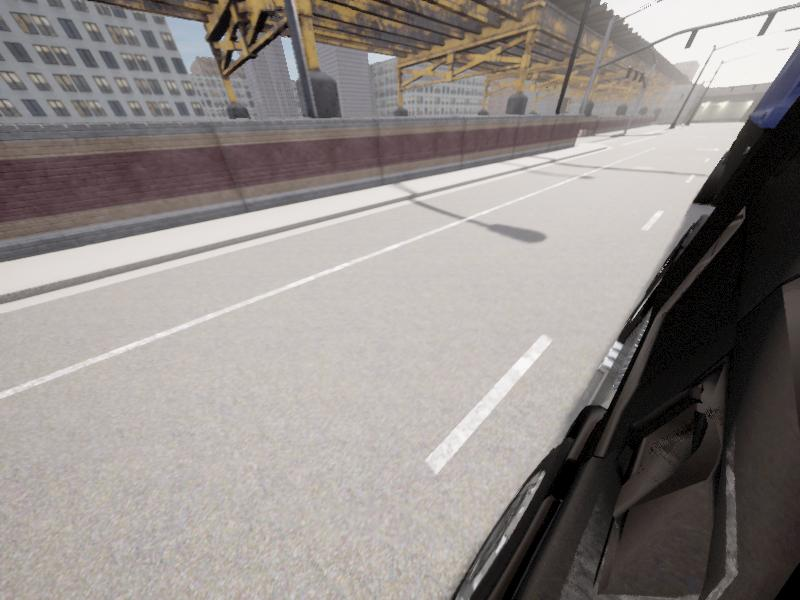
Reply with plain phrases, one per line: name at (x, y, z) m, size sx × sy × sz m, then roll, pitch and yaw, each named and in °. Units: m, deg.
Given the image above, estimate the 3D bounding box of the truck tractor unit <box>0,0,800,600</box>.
truck tractor unit at (2.645, -0.295, 0.351) m, size 6.516 × 4.208 × 3.053 m, roll -28°, pitch 44°, yaw -30°

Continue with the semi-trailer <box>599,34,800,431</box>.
semi-trailer at (8.654, -3.627, 4.281) m, size 14.254 × 4.402 × 2.717 m, roll -29°, pitch 44°, yaw -30°

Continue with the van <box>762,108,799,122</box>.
van at (92.165, -44.863, 56.078) m, size 2.351 × 2.431 × 6.366 m, roll 22°, pitch 43°, yaw 30°
